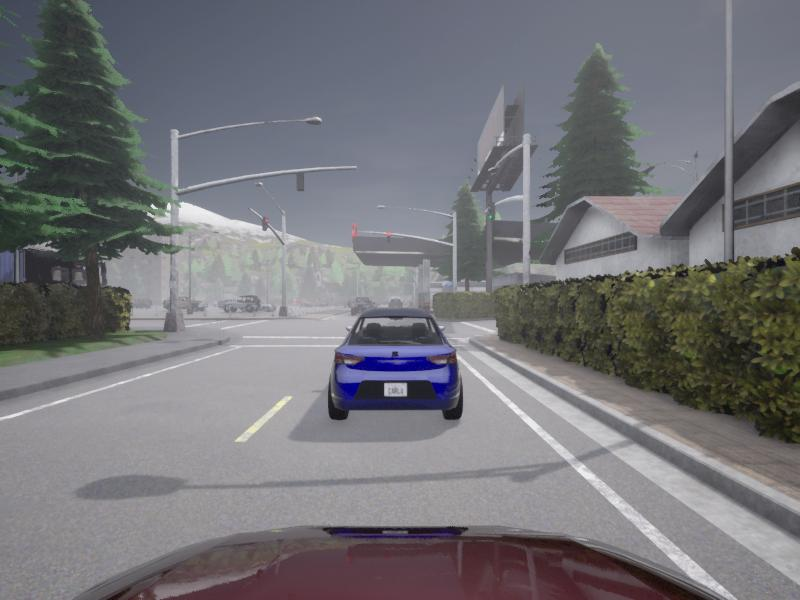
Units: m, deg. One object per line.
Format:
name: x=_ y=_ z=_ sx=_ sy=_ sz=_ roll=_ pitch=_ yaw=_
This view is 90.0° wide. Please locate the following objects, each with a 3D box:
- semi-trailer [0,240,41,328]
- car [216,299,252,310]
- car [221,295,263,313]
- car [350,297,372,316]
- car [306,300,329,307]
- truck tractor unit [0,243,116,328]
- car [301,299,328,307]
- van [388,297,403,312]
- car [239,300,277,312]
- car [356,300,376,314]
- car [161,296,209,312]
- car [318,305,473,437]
semi-trailer: x=-27.331 y=-0.809 z=20.942 sx=14.254 sy=4.402 sz=2.717 roll=0 pitch=0 yaw=-2
car: x=-24.683 y=0.641 z=59.538 sx=4.514 sy=1.523 sz=2.007 roll=0 pitch=0 yaw=-1
car: x=-17.261 y=0.420 z=43.919 sx=3.866 sy=1.878 sz=1.905 roll=0 pitch=0 yaw=-1
car: x=-3.957 y=0.646 z=41.350 sx=1.905 sy=1.878 sz=3.866 roll=0 pitch=0 yaw=-1
car: x=-17.444 y=0.683 z=84.640 sx=4.514 sy=1.523 sz=2.007 roll=0 pitch=0 yaw=-1
truck tractor unit: x=-19.421 y=-0.715 z=21.213 sx=6.516 sy=4.208 sz=3.053 roll=0 pitch=0 yaw=-2
car: x=-17.339 y=0.674 z=81.505 sx=5.027 sy=1.636 sz=2.152 roll=0 pitch=0 yaw=-1
van: x=-0.603 y=0.571 z=54.572 sx=2.069 sy=2.038 sz=4.480 roll=0 pitch=0 yaw=-1
car: x=-16.706 y=0.704 z=47.253 sx=3.806 sy=1.475 sz=1.970 roll=0 pitch=0 yaw=-1
car: x=-4.027 y=0.778 z=47.802 sx=2.033 sy=1.649 sz=4.856 roll=0 pitch=0 yaw=-1
car: x=-25.183 y=0.441 z=47.071 sx=4.605 sy=1.855 sz=1.932 roll=0 pitch=0 yaw=-1
car: x=-0.077 y=0.854 z=6.770 sx=1.816 sy=1.474 sz=4.193 roll=0 pitch=0 yaw=-1
